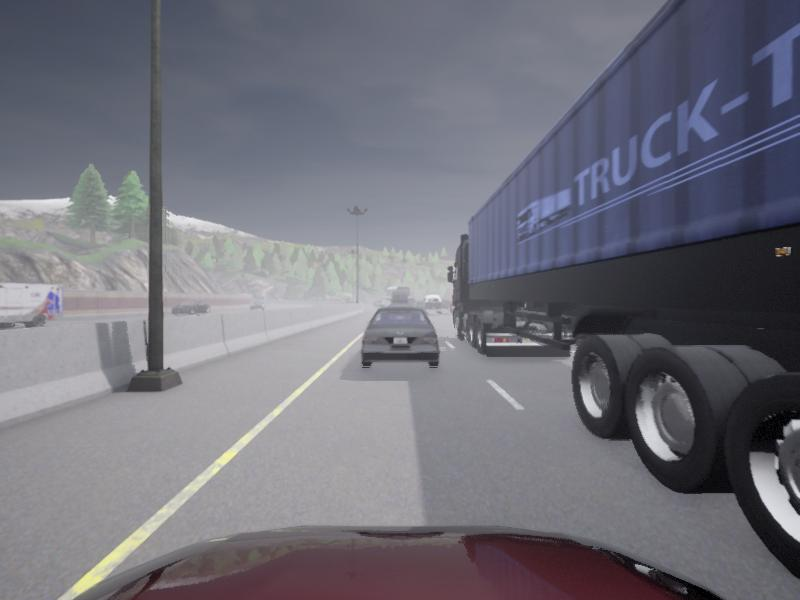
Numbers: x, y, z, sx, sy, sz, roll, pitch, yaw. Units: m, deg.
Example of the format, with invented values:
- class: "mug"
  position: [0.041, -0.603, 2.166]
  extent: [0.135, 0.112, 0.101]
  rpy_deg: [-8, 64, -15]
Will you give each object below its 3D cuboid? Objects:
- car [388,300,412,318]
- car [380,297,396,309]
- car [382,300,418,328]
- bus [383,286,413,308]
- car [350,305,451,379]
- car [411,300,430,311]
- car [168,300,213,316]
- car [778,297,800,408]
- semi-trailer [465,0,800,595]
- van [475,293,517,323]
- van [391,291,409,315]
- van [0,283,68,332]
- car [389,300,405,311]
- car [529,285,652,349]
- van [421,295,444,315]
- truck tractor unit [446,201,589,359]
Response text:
- class: "car"
  position: [0.012, 0.790, 37.290]
  extent: [2.038, 1.542, 4.974]
  rpy_deg: [0, 0, 0]
- class: "car"
  position: [-2.108, 0.498, 70.862]
  extent: [2.150, 2.045, 5.566]
  rpy_deg: [0, 0, -9]
- class: "car"
  position: [0.008, 0.800, 25.288]
  extent: [2.038, 1.542, 4.974]
  rpy_deg: [0, 0, 0]
- class: "bus"
  position: [-0.593, -0.614, 80.994]
  extent: [3.944, 4.253, 10.273]
  rpy_deg: [0, 0, -13]
- class: "car"
  position: [0.005, 0.884, 10.726]
  extent: [2.033, 1.411, 5.357]
  rpy_deg: [0, 0, 0]
- class: "car"
  position: [2.970, 0.779, 57.765]
  extent: [2.128, 1.511, 4.902]
  rpy_deg: [0, 0, -4]
- class: "car"
  position: [-21.006, 0.782, 40.385]
  extent: [1.882, 1.535, 5.008]
  rpy_deg: [0, 0, 0]
- class: "car"
  position: [7.001, 0.776, 3.764]
  extent: [2.152, 1.651, 5.027]
  rpy_deg: [0, 0, 0]
- class: "semi-trailer"
  position: [3.504, -0.627, 6.013]
  extent: [2.717, 4.402, 14.254]
  rpy_deg: [0, 0, 0]
- class: "van"
  position: [7.010, 0.545, 29.830]
  extent: [2.069, 2.038, 4.480]
  rpy_deg: [0, 1, 0]
- class: "van"
  position: [-0.014, 0.277, 45.401]
  extent: [1.988, 2.561, 5.915]
  rpy_deg: [0, 0, -1]
- class: "van"
  position: [-20.994, 0.357, 20.724]
  extent: [2.351, 2.431, 6.366]
  rpy_deg: [0, 0, 0]
- class: "car"
  position: [-0.454, 0.772, 56.358]
  extent: [2.007, 1.525, 4.514]
  rpy_deg: [0, 0, -3]
- class: "car"
  position: [6.999, 0.552, 15.584]
  extent: [2.150, 2.045, 5.566]
  rpy_deg: [0, 0, 0]
- class: "van"
  position: [3.501, 0.525, 43.960]
  extent: [2.069, 2.038, 4.480]
  rpy_deg: [0, 0, 0]
- class: "truck tractor unit"
  position: [3.497, -0.539, 13.932]
  extent: [3.053, 4.208, 6.516]
  rpy_deg: [0, 0, 0]
